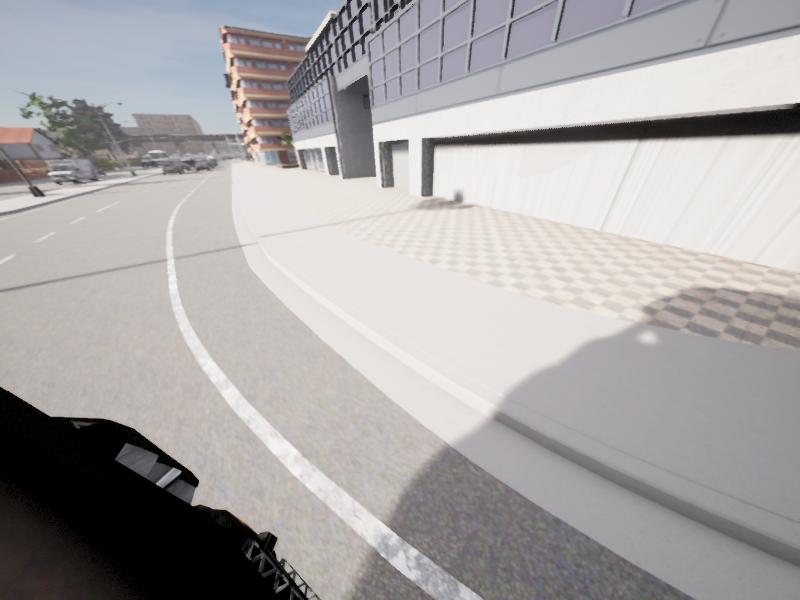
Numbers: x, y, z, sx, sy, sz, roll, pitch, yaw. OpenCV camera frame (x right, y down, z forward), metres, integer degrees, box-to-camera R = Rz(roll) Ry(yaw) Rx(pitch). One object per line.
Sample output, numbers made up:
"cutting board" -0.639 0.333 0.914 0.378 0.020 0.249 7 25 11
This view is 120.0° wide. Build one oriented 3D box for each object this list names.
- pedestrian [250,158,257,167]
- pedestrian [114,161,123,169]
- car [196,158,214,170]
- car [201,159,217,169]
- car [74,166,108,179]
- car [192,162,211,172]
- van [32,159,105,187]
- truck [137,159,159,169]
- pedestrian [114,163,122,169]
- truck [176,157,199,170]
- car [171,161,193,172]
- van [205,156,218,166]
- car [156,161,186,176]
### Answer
"pedestrian" -28.398 -26.626 44.730 0.751 1.300 0.751 -26 40 -31
"pedestrian" -76.244 -36.580 62.518 0.751 1.860 0.751 -27 41 -32
"car" -39.955 -27.976 47.452 2.097 1.767 4.553 -20 37 -25
"car" -44.534 -31.727 53.857 2.152 1.651 5.027 -20 37 -25
"car" -50.001 -20.808 37.510 1.816 1.474 4.193 -20 38 -25
"car" -35.286 -23.770 41.209 1.895 1.301 4.718 -20 37 -25
"van" -38.735 -15.167 27.343 2.351 2.431 6.366 -20 37 -25
"truck" -69.007 -37.379 63.349 2.390 2.098 6.274 -20 37 -25
"pedestrian" -73.524 -34.829 60.198 0.751 1.300 0.751 -24 39 -29
"truck" -46.245 -29.848 50.420 2.390 2.098 6.274 -20 37 -25
"car" -41.490 -25.534 44.081 2.038 1.542 4.974 -20 37 -25
"van" -52.890 -39.149 65.011 2.069 2.038 4.480 -20 37 -25
"car" -35.867 -20.760 36.337 2.242 1.667 4.611 -20 38 -25
